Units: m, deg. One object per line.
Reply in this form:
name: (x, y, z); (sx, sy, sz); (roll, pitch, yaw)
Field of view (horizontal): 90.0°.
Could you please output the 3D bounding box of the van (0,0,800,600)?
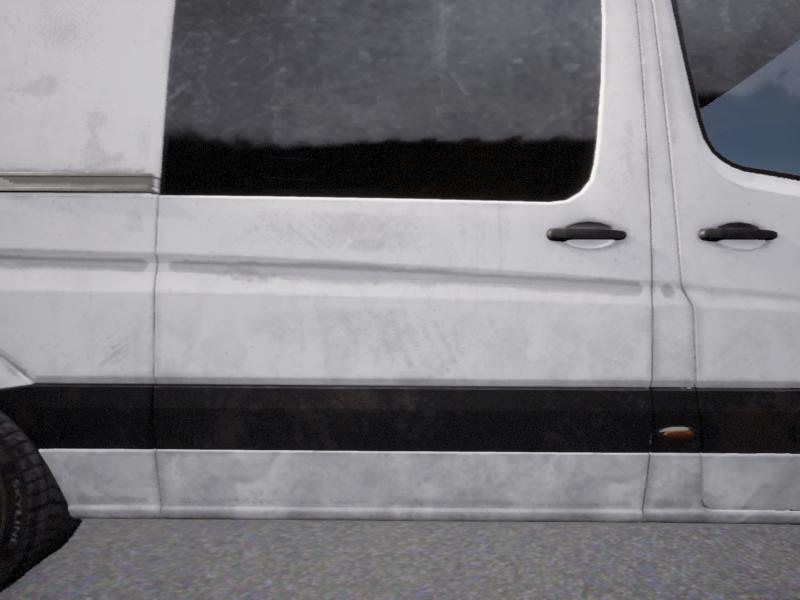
van: (0.229, -0.278, 2.197); (5.915, 2.561, 1.988); (0, 0, 0)
